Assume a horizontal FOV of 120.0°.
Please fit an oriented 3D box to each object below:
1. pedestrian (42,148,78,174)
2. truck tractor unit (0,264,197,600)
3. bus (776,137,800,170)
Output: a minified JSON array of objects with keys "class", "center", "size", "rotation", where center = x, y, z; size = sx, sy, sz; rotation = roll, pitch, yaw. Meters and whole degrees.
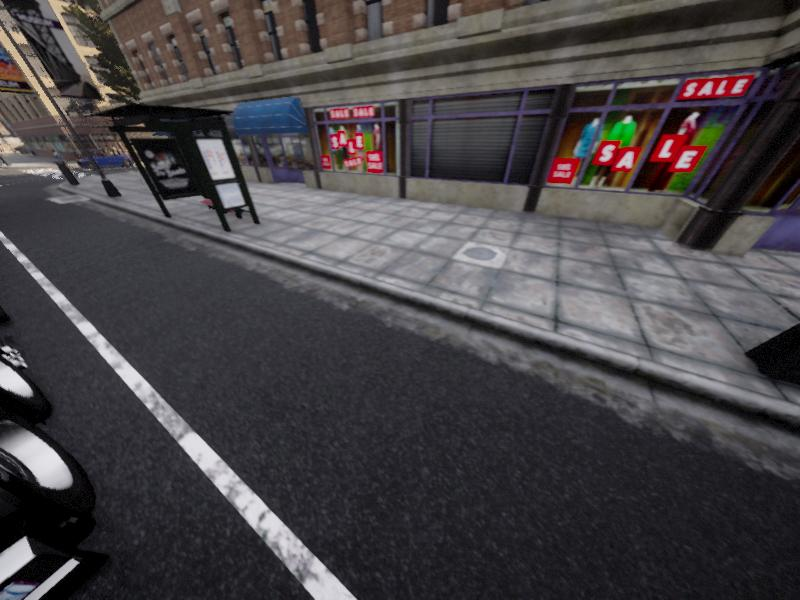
[{"class":"pedestrian","center":[-29.266,-12.009,19.915],"size":[0.751,1.860,0.751],"rotation":[13,37,19]},{"class":"truck tractor unit","center":[-5.118,-0.292,0.783],"size":[6.516,4.208,3.053],"rotation":[18,39,24]},{"class":"bus","center":[37.949,-11.514,16.453],"size":[10.273,4.253,3.944],"rotation":[18,39,24]}]
